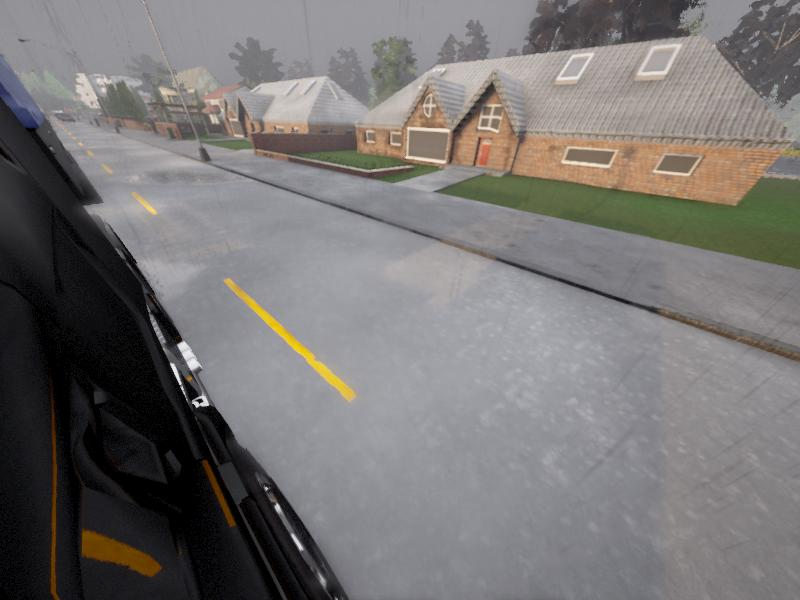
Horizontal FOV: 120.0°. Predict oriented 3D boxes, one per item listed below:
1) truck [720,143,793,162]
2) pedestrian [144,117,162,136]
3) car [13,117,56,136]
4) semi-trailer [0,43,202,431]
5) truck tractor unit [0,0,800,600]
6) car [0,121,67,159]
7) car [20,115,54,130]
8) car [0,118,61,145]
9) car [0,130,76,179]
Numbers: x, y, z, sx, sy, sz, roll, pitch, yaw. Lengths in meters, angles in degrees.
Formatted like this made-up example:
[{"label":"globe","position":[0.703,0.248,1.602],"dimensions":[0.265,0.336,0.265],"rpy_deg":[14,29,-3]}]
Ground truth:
[{"label":"truck","position":[59.501,-24.789,38.767],"dimensions":[6.274,2.098,2.390],"rpy_deg":[12,38,12]},{"label":"pedestrian","position":[-30.534,-21.499,28.605],"dimensions":[0.751,1.860,0.751],"rpy_deg":[31,45,32]},{"label":"car","position":[-38.177,-18.166,24.206],"dimensions":[4.193,1.474,1.816],"rpy_deg":[28,44,30]},{"label":"semi-trailer","position":[-8.697,-3.609,4.224],"dimensions":[14.254,4.402,2.717],"rpy_deg":[28,44,30]},{"label":"truck tractor unit","position":[-2.645,-0.295,0.351],"dimensions":[6.516,4.208,3.053],"rpy_deg":[28,44,30]},{"label":"car","position":[-22.077,-9.579,13.741],"dimensions":[4.514,1.525,2.007],"rpy_deg":[28,44,30]},{"label":"car","position":[-50.196,-24.618,31.989],"dimensions":[5.008,1.535,1.882],"rpy_deg":[28,44,30]},{"label":"car","position":[-29.978,-13.804,18.870],"dimensions":[4.514,1.525,2.007],"rpy_deg":[28,44,30]},{"label":"car","position":[-16.300,-6.423,10.033],"dimensions":[4.181,1.385,1.994],"rpy_deg":[28,44,30]}]
